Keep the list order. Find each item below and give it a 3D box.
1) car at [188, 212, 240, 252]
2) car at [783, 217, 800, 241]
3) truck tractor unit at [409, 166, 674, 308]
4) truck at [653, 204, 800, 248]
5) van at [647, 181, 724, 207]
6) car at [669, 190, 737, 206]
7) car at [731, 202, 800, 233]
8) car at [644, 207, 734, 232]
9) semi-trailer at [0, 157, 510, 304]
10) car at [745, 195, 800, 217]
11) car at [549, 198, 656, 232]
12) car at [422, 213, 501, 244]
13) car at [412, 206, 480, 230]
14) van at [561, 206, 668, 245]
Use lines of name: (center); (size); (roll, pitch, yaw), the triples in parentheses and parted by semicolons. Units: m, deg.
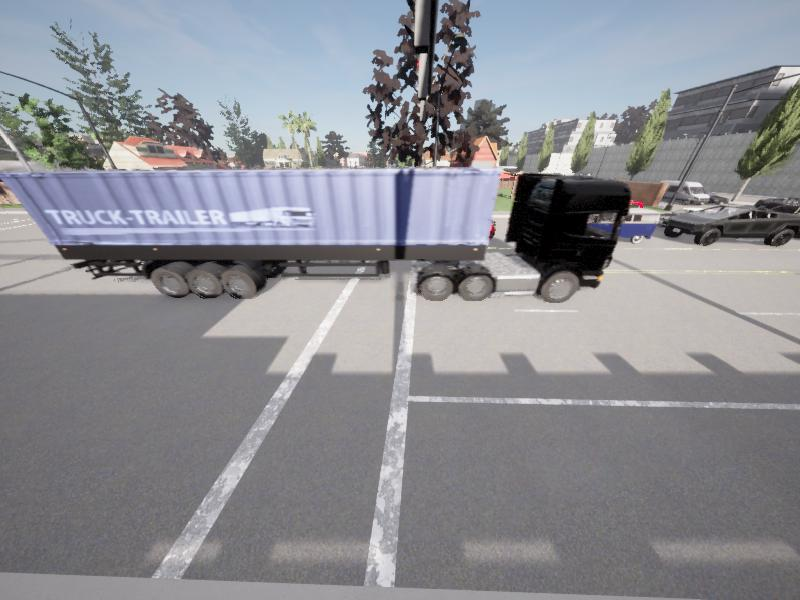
car: (-11.880, -4.517, 14.844); (1.994, 1.385, 4.181); (-19, 35, -30)
car: (28.048, -4.594, 14.472); (3.866, 1.878, 1.905); (0, 30, 0)
truck tractor unit: (3.642, -2.344, 8.237); (6.516, 4.208, 3.053); (1, 30, 1)
truck: (20.689, -4.672, 14.400); (6.274, 2.098, 2.390); (1, 30, 2)
van: (36.309, -13.819, 29.802); (1.988, 2.561, 5.915); (0, 30, 1)
car: (39.823, -13.640, 30.636); (2.033, 1.411, 5.357); (0, 30, 1)
car: (28.915, -6.216, 17.290); (4.605, 1.855, 1.932); (-1, 30, -1)
car: (21.911, -6.208, 17.683); (3.806, 1.475, 1.970); (0, 30, 1)
semi-trailer: (-4.274, -2.526, 8.358); (14.254, 4.402, 2.717); (1, 30, 1)
car: (39.675, -9.496, 23.343); (2.128, 1.511, 4.902); (1, 30, 1)
car: (15.101, -6.492, 17.605); (5.566, 2.045, 2.150); (1, 30, 1)
car: (3.756, -4.676, 14.979); (4.514, 1.525, 2.007); (1, 30, 1)
car: (3.390, -6.417, 18.026); (4.892, 1.490, 1.837); (1, 30, 1)
van: (13.317, -4.759, 14.662); (4.442, 1.987, 1.775); (1, 30, 1)
